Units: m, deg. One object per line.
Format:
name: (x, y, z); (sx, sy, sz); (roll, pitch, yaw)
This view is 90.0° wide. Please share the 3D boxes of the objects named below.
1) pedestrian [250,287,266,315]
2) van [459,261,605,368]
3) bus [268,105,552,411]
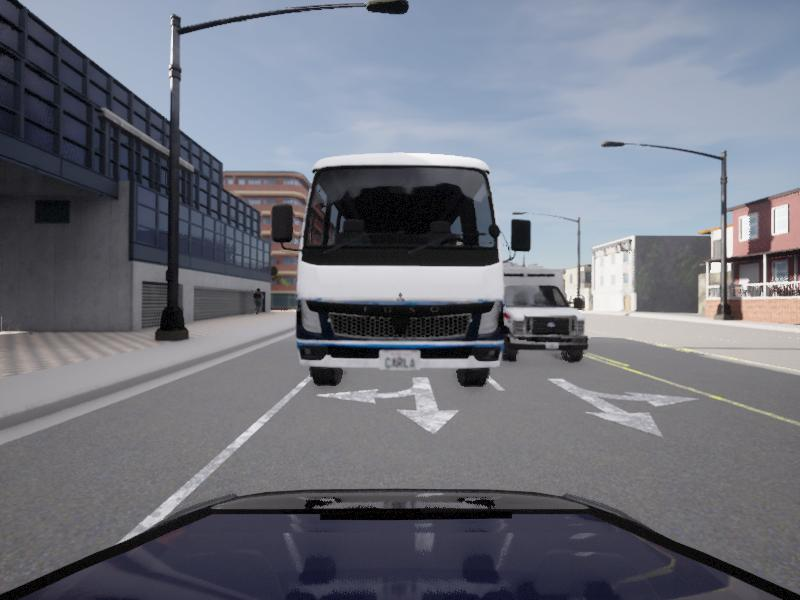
pedestrian: (-9.648, 0.061, 27.203); (0.751, 1.860, 0.751); (0, 0, 1)
van: (3.491, 0.298, 12.348); (2.351, 2.431, 6.366); (0, 1, 0)
bus: (0.122, -0.618, 10.732); (3.944, 4.253, 10.273); (0, 0, 0)
